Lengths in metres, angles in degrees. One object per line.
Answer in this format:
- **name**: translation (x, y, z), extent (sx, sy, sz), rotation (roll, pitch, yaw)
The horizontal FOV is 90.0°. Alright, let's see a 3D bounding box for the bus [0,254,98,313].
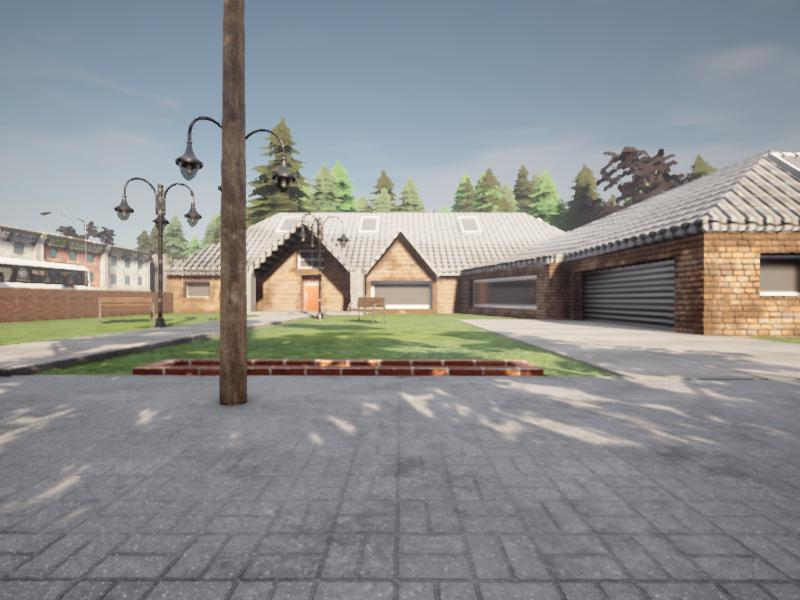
- **bus**: translation (-30.988, -1.180, 33.272), extent (3.944, 4.253, 10.273), rotation (0, 0, 0)
